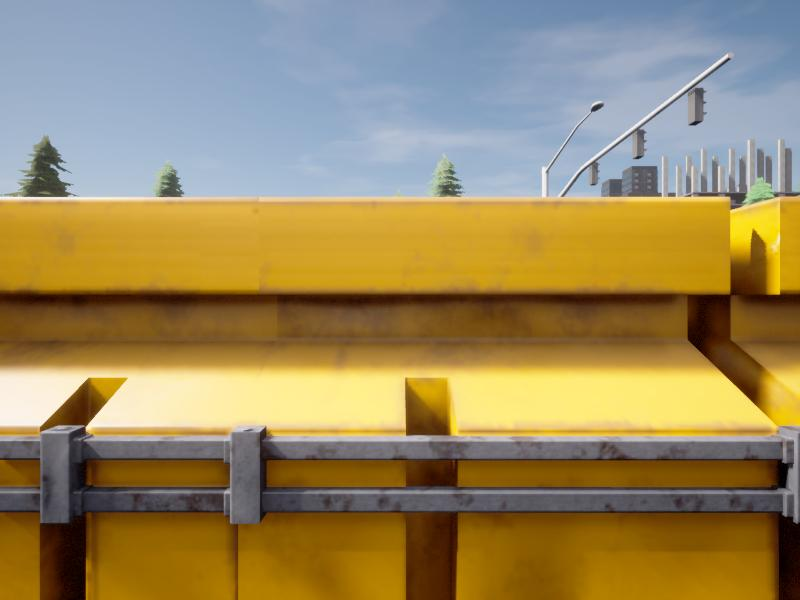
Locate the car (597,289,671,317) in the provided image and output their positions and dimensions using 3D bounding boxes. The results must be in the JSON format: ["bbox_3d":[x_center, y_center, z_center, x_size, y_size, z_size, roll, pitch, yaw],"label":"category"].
[{"bbox_3d":[14.837,0.168,25.815,1.930,1.638,5.238,0,0,3],"label":"car"}]

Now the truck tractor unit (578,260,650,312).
[{"bbox_3d":[18.682,-1.126,35.493,3.053,4.208,6.516,0,0,2],"label":"truck tractor unit"}]

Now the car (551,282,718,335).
[{"bbox_3d":[7.704,0.236,13.190,4.902,1.511,2.128,0,1,-21],"label":"car"}]

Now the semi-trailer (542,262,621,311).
[{"bbox_3d":[18.975,-1.221,43.398,2.717,4.402,14.254,0,0,2],"label":"semi-trailer"}]

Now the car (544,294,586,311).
[{"bbox_3d":[15.231,0.225,37.267,2.038,1.542,4.974,0,0,2],"label":"car"}]
